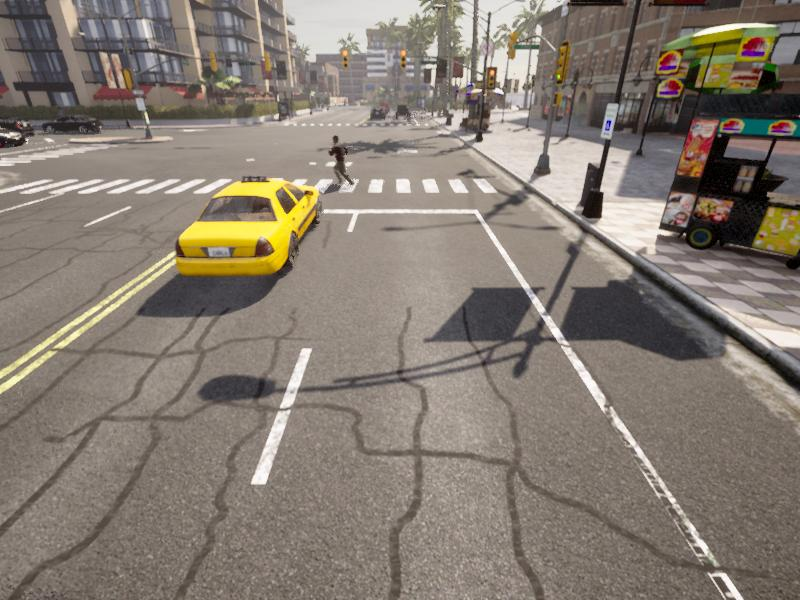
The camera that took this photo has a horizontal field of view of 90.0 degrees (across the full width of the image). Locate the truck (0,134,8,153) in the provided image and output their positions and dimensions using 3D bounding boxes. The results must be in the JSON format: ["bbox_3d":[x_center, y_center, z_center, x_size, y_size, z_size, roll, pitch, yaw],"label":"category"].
[{"bbox_3d":[-28.336,-10.152,22.398,8.468,3.827,2.891,0,27,0],"label":"truck"}]

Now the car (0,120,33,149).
[{"bbox_3d":[-27.040,-10.781,26.066,3.988,1.617,1.851,0,27,0],"label":"car"}]

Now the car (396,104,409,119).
[{"bbox_3d":[0.340,-27.636,58.681,1.905,1.878,3.866,0,26,0],"label":"car"}]

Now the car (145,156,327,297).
[{"bbox_3d":[-2.984,-1.977,8.814,1.801,1.575,5.366,0,27,0],"label":"car"}]

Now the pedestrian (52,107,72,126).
[{"bbox_3d":[-35.822,-19.456,42.397,0.751,1.860,0.751,3,27,6],"label":"pedestrian"}]

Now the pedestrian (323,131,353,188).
[{"bbox_3d":[-2.238,-5.102,14.567,0.751,1.860,0.751,6,28,11],"label":"pedestrian"}]

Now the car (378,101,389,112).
[{"bbox_3d":[-3.423,-40.466,83.647,2.150,2.045,5.566,-2,27,-4],"label":"car"}]

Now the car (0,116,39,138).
[{"bbox_3d":[-32.781,-14.356,33.130,3.705,1.549,1.789,0,27,-1],"label":"car"}]

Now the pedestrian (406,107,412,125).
[{"bbox_3d":[1.018,-20.944,45.569,0.751,1.860,0.751,0,27,1],"label":"pedestrian"}]

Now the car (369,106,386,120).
[{"bbox_3d":[-3.162,-27.193,58.073,2.242,1.667,4.611,0,27,0],"label":"car"}]

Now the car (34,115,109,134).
[{"bbox_3d":[-29.706,-15.939,36.290,4.892,1.490,1.837,0,27,-1],"label":"car"}]
